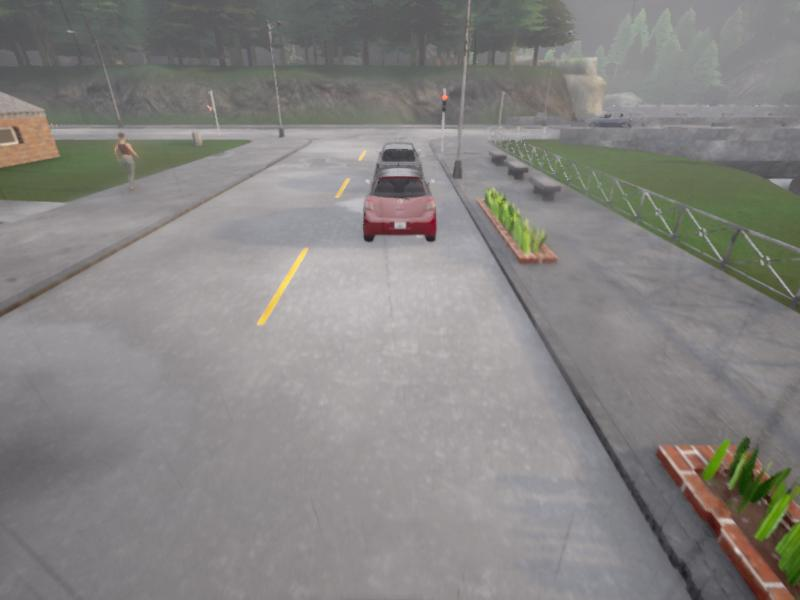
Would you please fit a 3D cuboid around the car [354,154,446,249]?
[{"bbox_3d":[-0.004,-2.619,10.043,1.845,1.501,3.633,0,27,0],"label":"car"}]

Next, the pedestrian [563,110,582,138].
[{"bbox_3d":[12.699,-12.950,29.486,0.751,1.860,0.751,0,27,0],"label":"pedestrian"}]

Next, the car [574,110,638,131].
[{"bbox_3d":[19.414,-17.031,37.932,4.611,1.667,2.242,0,27,0],"label":"car"}]

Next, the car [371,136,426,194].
[{"bbox_3d":[-0.041,-5.269,15.263,1.816,1.474,4.193,0,27,0],"label":"car"}]

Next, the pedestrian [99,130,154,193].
[{"bbox_3d":[-8.915,-4.531,13.127,0.751,1.860,0.751,1,27,3],"label":"pedestrian"}]

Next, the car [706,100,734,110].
[{"bbox_3d":[68.365,-41.599,85.514,3.866,1.878,1.905,0,27,0],"label":"car"}]
